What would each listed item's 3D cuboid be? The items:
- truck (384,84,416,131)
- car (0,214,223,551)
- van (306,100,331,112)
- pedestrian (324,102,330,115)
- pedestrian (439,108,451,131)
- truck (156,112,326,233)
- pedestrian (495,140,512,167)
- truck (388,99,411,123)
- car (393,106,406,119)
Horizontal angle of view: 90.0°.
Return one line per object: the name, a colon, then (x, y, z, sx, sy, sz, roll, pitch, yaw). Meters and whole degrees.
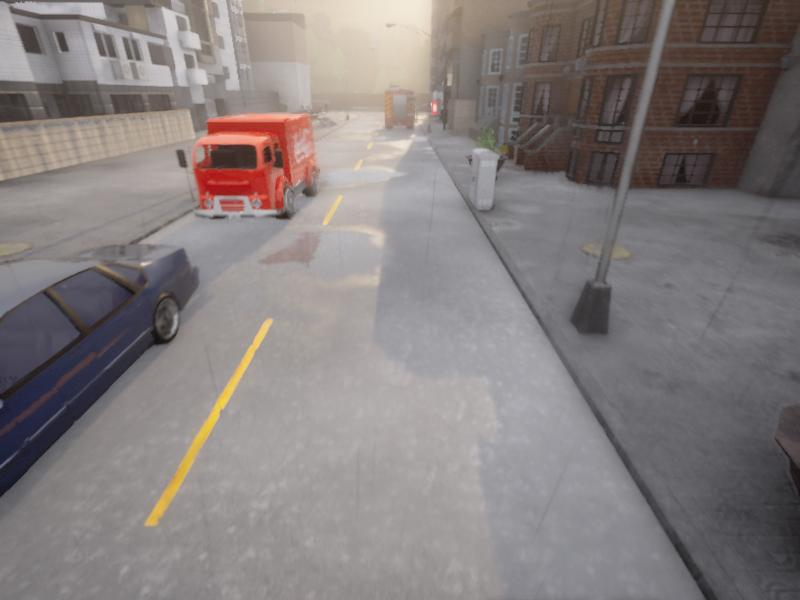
truck: (-0.029, -19.504, 40.366, 2.891, 3.827, 8.468, 0, 27, 0)
car: (-4.004, 0.542, 4.033, 2.033, 1.411, 5.357, 0, 27, 0)
van: (-16.031, -38.304, 78.886, 4.442, 1.987, 1.775, 0, 27, 0)
pedestrian: (-11.771, -30.852, 64.298, 0.751, 1.860, 0.751, -5, 28, -9)
pedestrian: (3.955, -16.014, 35.461, 0.751, 1.860, 0.751, -5, 28, -10)
truck: (-4.008, -3.961, 11.592, 2.627, 2.467, 5.204, 0, 28, 0)
pedestrian: (4.647, -6.605, 17.995, 0.500, 1.100, 0.500, -1, 27, -1)
truck: (-0.043, -23.592, 49.799, 2.627, 2.467, 5.204, 0, 27, 0)
car: (-0.050, -26.887, 57.271, 1.837, 1.490, 4.892, 0, 27, 0)
